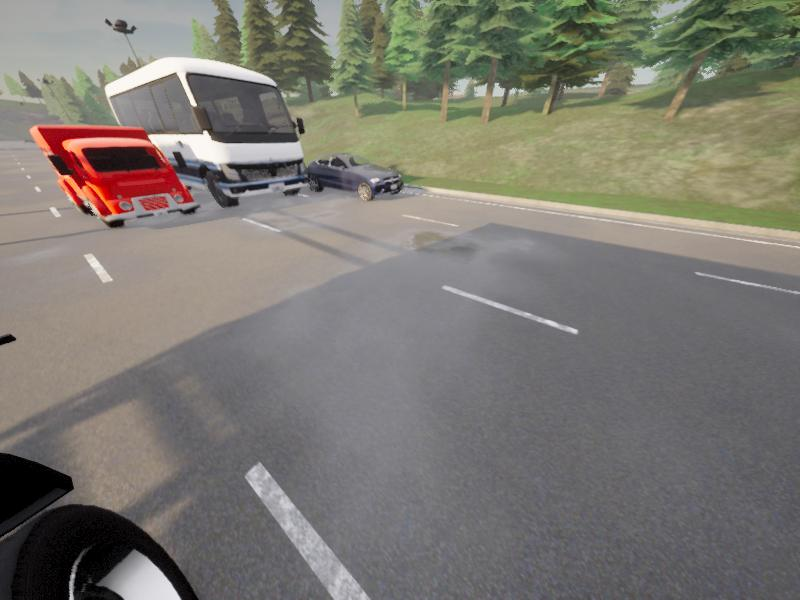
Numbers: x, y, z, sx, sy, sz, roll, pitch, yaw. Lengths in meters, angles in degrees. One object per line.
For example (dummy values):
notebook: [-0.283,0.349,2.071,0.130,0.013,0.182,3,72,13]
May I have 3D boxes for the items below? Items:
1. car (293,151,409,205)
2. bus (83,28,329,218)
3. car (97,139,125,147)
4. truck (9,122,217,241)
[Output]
car: [-2.310,-5.874,10.806,5.027,1.651,2.152,22,41,28]
bus: [-8.524,-7.111,10.229,10.273,4.253,3.944,22,41,28]
car: [-69.087,-37.556,55.318,2.128,1.511,4.902,-13,37,-18]
truck: [-9.046,-4.045,7.422,5.204,2.467,2.627,22,41,28]
